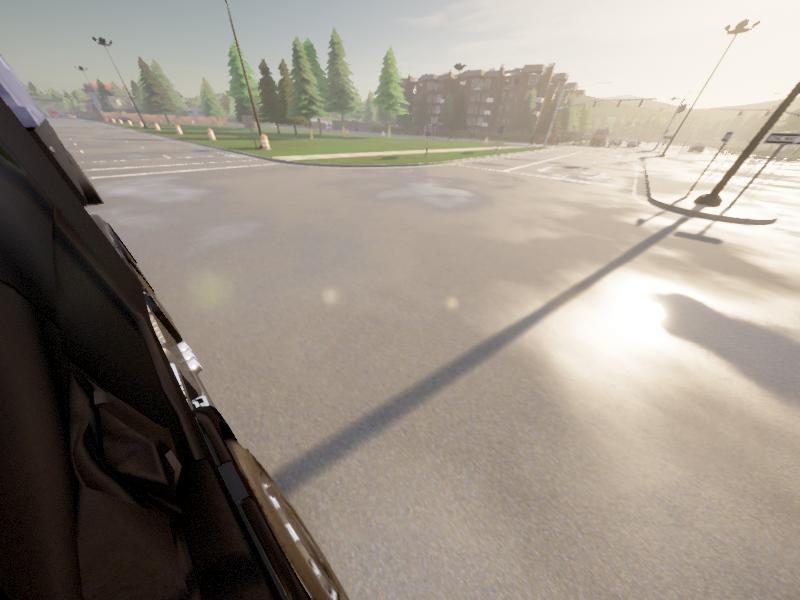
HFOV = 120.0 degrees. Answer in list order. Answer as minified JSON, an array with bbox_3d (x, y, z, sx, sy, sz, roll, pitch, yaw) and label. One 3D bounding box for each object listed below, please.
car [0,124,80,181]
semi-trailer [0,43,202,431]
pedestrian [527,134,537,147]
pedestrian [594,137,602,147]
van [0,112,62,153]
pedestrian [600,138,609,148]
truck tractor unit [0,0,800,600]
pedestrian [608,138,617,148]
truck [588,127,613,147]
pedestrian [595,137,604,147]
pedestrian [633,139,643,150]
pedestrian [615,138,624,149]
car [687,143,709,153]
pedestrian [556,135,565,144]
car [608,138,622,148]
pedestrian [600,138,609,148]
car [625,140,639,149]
[{"bbox_3d":[-16.442,-6.579,10.076,5.027,1.651,2.152,28,44,30],"label":"car"},{"bbox_3d":[-8.700,-3.598,4.234,14.254,4.402,2.717,28,44,30],"label":"semi-trailer"},{"bbox_3d":[23.307,-28.248,40.839,0.751,1.860,0.751,31,45,32],"label":"pedestrian"},{"bbox_3d":[44.986,-35.842,52.511,0.751,1.860,0.751,27,43,29],"label":"pedestrian"},{"bbox_3d":[-25.368,-11.483,15.773,4.442,1.987,1.775,28,44,30],"label":"van"},{"bbox_3d":[46.002,-35.441,52.037,0.751,1.860,0.751,25,42,27],"label":"pedestrian"},{"bbox_3d":[-2.645,-0.295,0.351,6.516,4.208,3.053,28,44,30],"label":"truck tractor unit"},{"bbox_3d":[47.203,-34.910,51.401,0.751,1.860,0.751,24,42,26],"label":"pedestrian"},{"bbox_3d":[51.819,-42.043,59.582,2.891,3.827,8.468,28,44,30],"label":"truck"},{"bbox_3d":[45.847,-36.285,53.152,0.751,1.860,0.751,28,44,30],"label":"pedestrian"},{"bbox_3d":[50.976,-33.326,49.516,0.751,1.860,0.751,24,42,26],"label":"pedestrian"},{"bbox_3d":[48.720,-34.749,51.277,0.751,1.860,0.751,28,44,30],"label":"pedestrian"},{"bbox_3d":[66.877,-34.268,51.945,1.930,1.638,5.238,28,44,30],"label":"car"},{"bbox_3d":[39.195,-39.225,56.418,0.751,1.860,0.751,-15,40,-22],"label":"pedestrian"},{"bbox_3d":[53.708,-39.304,57.678,1.905,1.878,3.866,28,44,30],"label":"car"},{"bbox_3d":[46.767,-36.085,52.946,0.751,1.860,0.751,20,40,22],"label":"pedestrian"},{"bbox_3d":[56.644,-37.912,56.304,1.837,1.490,4.892,28,44,30],"label":"car"}]
